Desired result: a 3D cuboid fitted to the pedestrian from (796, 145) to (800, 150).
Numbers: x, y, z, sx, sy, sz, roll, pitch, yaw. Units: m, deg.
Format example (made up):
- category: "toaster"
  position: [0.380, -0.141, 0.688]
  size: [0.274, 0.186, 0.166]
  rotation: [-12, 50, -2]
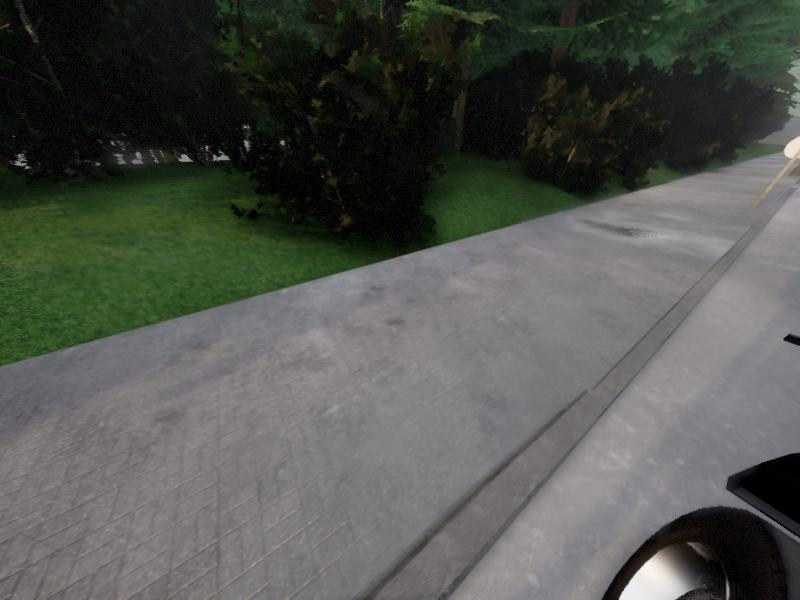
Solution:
- category: "pedestrian"
  position: [67.040, -25.859, 38.213]
  size: [0.751, 1.860, 0.751]
  rotation: [-23, 41, -28]
